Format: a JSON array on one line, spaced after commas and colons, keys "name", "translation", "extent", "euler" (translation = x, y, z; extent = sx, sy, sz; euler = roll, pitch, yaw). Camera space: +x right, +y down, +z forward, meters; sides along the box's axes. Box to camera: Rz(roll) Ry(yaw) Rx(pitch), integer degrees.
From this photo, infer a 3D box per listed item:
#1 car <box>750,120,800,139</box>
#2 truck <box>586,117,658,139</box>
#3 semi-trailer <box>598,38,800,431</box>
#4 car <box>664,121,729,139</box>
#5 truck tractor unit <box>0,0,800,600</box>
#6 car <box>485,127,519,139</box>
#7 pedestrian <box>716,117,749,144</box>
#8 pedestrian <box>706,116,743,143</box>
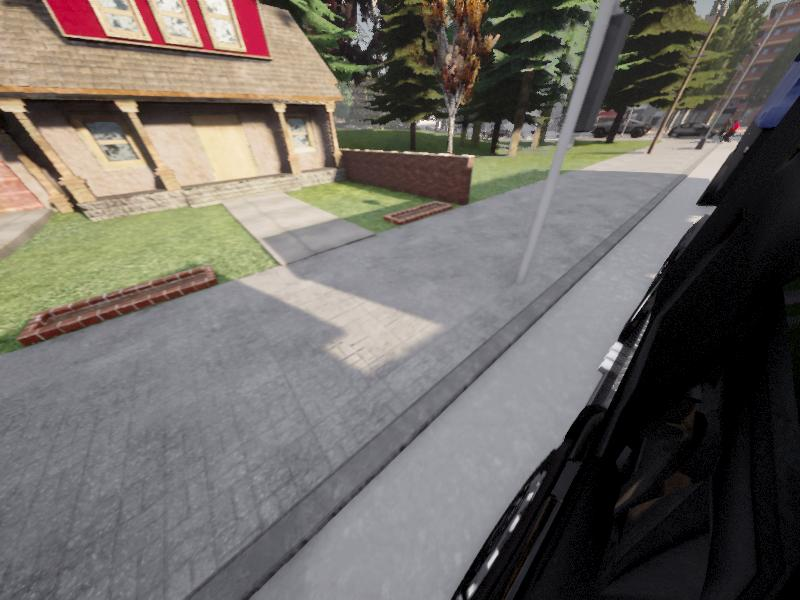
[{"name": "car", "translation": [38.223, -16.551, 22.364], "extent": [1.812, 1.442, 4.674], "euler": [-28, 43, -30]}, {"name": "truck", "translation": [29.333, -22.854, 30.853], "extent": [2.390, 2.098, 6.274], "euler": [-28, 43, -30]}, {"name": "semi-trailer", "translation": [8.703, -3.589, 4.242], "extent": [14.254, 4.402, 2.717], "euler": [-28, 43, -30]}, {"name": "car", "translation": [33.874, -19.446, 26.506], "extent": [1.816, 1.474, 4.193], "euler": [-26, 42, -28]}, {"name": "truck tractor unit", "translation": [2.645, -0.295, 0.351], "extent": [6.516, 4.208, 3.053], "euler": [-28, 44, -30]}, {"name": "car", "translation": [18.335, -30.157, 41.772], "extent": [2.152, 1.651, 5.027], "euler": [-28, 43, -30]}, {"name": "pedestrian", "translation": [28.458, -14.514, 19.810], "extent": [0.751, 1.860, 0.751], "euler": [-24, 42, -26]}, {"name": "pedestrian", "translation": [27.735, -14.569, 19.783], "extent": [0.751, 1.860, 0.751], "euler": [-5, 37, -4]}]
